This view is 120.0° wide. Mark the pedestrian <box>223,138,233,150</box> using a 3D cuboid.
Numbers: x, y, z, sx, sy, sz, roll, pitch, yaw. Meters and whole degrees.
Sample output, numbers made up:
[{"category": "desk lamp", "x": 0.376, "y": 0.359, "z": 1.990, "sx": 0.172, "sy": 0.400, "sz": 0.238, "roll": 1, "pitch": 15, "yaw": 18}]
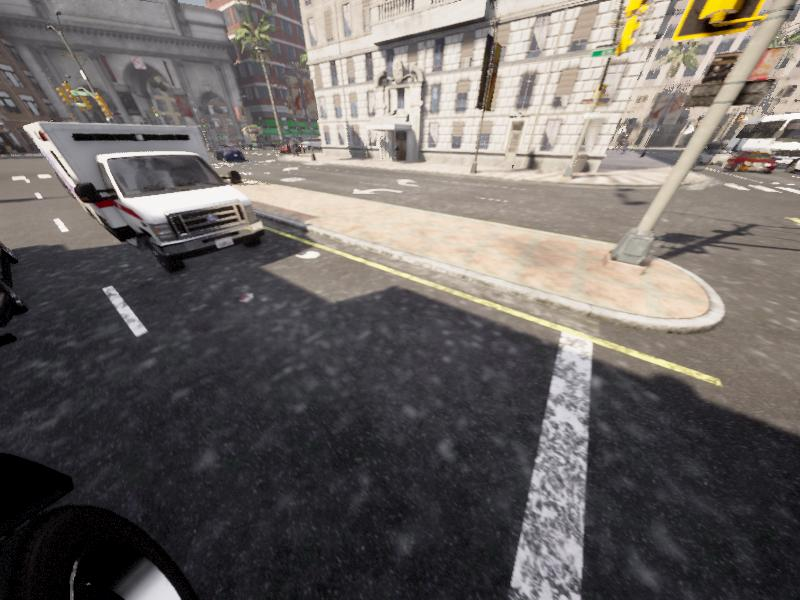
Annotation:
[{"category": "pedestrian", "x": -32.179, "y": -29.264, "z": 43.267, "sx": 0.751, "sy": 1.860, "sz": 0.751, "roll": -9, "pitch": 36, "yaw": -12}]

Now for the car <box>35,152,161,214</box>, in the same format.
[{"category": "car", "x": -12.403, "y": -5.001, "z": 9.498, "sx": 4.856, "sy": 1.649, "sz": 2.033, "roll": 22, "pitch": 41, "yaw": 28}]

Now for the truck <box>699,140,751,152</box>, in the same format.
[{"category": "truck", "x": 70.162, "y": -33.391, "z": 50.012, "sx": 6.274, "sy": 2.098, "sz": 2.390, "roll": 4, "pitch": 35, "yaw": 5}]

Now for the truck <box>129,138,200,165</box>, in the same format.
[{"category": "truck", "x": -23.613, "y": -14.991, "z": 23.180, "sx": 6.274, "sy": 2.098, "sz": 2.390, "roll": 18, "pitch": 39, "yaw": 23}]

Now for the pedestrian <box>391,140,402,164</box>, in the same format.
[{"category": "pedestrian", "x": -0.322, "y": -13.964, "z": 21.803, "sx": 0.751, "sy": 1.860, "sz": 0.751, "roll": 25, "pitch": 42, "yaw": 30}]

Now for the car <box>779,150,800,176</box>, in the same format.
[{"category": "car", "x": 31.675, "y": -10.019, "z": 17.045, "sx": 2.038, "sy": 1.542, "sz": 4.974, "roll": 22, "pitch": 41, "yaw": 27}]

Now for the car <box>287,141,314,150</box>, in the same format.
[{"category": "car", "x": -20.711, "y": -32.202, "z": 48.194, "sx": 1.812, "sy": 1.442, "sz": 4.674, "roll": 22, "pitch": 41, "yaw": 28}]

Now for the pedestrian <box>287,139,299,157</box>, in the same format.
[{"category": "pedestrian", "x": -13.182, "y": -18.718, "z": 28.450, "sx": 0.751, "sy": 1.860, "sz": 0.751, "roll": 0, "pitch": 35, "yaw": -1}]

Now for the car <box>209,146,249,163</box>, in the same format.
[{"category": "car", "x": -18.569, "y": -15.837, "z": 25.052, "sx": 4.181, "sy": 1.385, "sz": 1.994, "roll": 27, "pitch": 43, "yaw": 33}]

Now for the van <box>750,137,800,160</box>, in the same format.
[{"category": "van", "x": 54.160, "y": -21.832, "z": 33.107, "sx": 1.988, "sy": 2.561, "sz": 5.915, "roll": 22, "pitch": 41, "yaw": 28}]

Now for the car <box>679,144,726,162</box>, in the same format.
[{"category": "car", "x": 37.348, "y": -18.265, "z": 28.669, "sx": 2.242, "sy": 1.667, "sz": 4.611, "roll": 22, "pitch": 41, "yaw": 28}]

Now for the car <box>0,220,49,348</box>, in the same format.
[{"category": "car", "x": -7.740, "y": -0.554, "z": 3.426, "sx": 5.357, "sy": 1.411, "sz": 2.033, "roll": 22, "pitch": 41, "yaw": 28}]

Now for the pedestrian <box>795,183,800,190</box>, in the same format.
[{"category": "pedestrian", "x": 21.919, "y": -6.600, "z": 11.789, "sx": 0.751, "sy": 1.860, "sz": 0.751, "roll": 19, "pitch": 39, "yaw": 24}]

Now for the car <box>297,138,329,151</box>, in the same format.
[{"category": "car", "x": -17.447, "y": -31.555, "z": 46.777, "sx": 2.150, "sy": 2.045, "sz": 5.566, "roll": 23, "pitch": 41, "yaw": 28}]

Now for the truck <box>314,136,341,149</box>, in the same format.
[{"category": "truck", "x": -16.426, "y": -36.040, "z": 52.784, "sx": 2.627, "sy": 2.467, "sz": 5.204, "roll": 22, "pitch": 41, "yaw": 28}]

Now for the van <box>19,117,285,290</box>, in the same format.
[{"category": "van", "x": -6.113, "y": -2.775, "z": 5.694, "sx": 6.366, "sy": 2.431, "sz": 2.351, "roll": 22, "pitch": 41, "yaw": 28}]

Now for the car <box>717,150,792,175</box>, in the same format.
[{"category": "car", "x": 29.408, "y": -11.644, "z": 19.409, "sx": 1.812, "sy": 1.442, "sz": 4.674, "roll": 22, "pitch": 41, "yaw": 28}]

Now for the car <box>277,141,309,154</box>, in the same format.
[{"category": "car", "x": -17.141, "y": -24.524, "z": 37.185, "sx": 1.851, "sy": 1.617, "sz": 3.988, "roll": 20, "pitch": 40, "yaw": 26}]

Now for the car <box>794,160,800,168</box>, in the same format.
[{"category": "car", "x": 39.043, "y": -12.479, "z": 20.797, "sx": 1.895, "sy": 1.301, "sz": 4.718, "roll": 22, "pitch": 41, "yaw": 28}]

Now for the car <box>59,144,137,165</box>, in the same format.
[{"category": "car", "x": -30.205, "y": -14.853, "z": 23.444, "sx": 2.128, "sy": 1.511, "sz": 4.902, "roll": -6, "pitch": 36, "yaw": -9}]

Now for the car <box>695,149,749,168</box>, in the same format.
[{"category": "car", "x": 33.298, "y": -14.815, "z": 24.067, "sx": 1.895, "sy": 1.301, "sz": 4.718, "roll": 22, "pitch": 41, "yaw": 28}]

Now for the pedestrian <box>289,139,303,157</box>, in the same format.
[{"category": "pedestrian", "x": -12.672, "y": -18.525, "z": 28.180, "sx": 0.751, "sy": 1.860, "sz": 0.751, "roll": 15, "pitch": 38, "yaw": 20}]

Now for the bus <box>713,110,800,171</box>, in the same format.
[{"category": "bus", "x": 37.593, "y": -15.903, "z": 23.079, "sx": 3.944, "sy": 4.253, "sz": 10.273, "roll": 22, "pitch": 41, "yaw": 28}]
